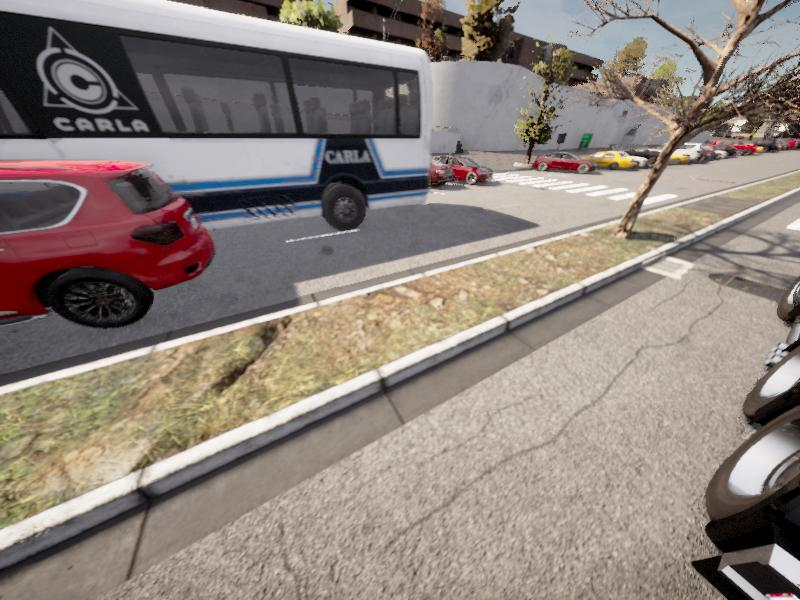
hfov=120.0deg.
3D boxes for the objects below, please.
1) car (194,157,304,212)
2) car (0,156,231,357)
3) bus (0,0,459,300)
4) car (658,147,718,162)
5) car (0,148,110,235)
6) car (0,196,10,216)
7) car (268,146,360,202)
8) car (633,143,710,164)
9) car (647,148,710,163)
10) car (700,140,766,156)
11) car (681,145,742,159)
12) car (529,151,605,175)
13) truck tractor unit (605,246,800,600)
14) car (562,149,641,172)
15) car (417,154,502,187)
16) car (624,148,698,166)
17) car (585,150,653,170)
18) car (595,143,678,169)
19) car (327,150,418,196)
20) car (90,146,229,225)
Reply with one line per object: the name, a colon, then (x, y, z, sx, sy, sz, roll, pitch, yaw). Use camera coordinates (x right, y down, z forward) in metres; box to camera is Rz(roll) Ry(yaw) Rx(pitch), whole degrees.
car: (-6.783, -5.331, 10.289, 4.892, 1.521, 2.231, 26, 42, 33)
car: (-5.906, -0.553, 2.972, 5.566, 2.045, 2.150, -17, 38, -24)
bus: (-4.097, -3.906, 5.865, 10.273, 4.253, 3.944, -18, 39, -23)
car: (37.846, -19.324, 30.607, 4.674, 1.452, 2.002, 26, 42, 33)
car: (-11.917, -3.854, 7.722, 4.442, 1.987, 1.878, 26, 42, 33)
car: (-14.645, -3.111, 6.590, 5.566, 2.045, 2.435, 26, 42, 33)
car: (-4.266, -6.377, 11.419, 4.442, 1.987, 1.878, 26, 42, 33)
car: (32.560, -17.883, 28.087, 5.566, 2.045, 2.435, 26, 43, 33)
car: (35.188, -18.494, 29.427, 4.792, 1.488, 2.163, 26, 43, 33)
car: (53.627, -24.689, 37.463, 5.566, 2.045, 2.435, 26, 42, 33)
car: (45.728, -21.914, 34.096, 5.008, 1.535, 2.097, 26, 43, 33)
car: (14.208, -11.837, 19.866, 4.792, 1.488, 2.163, 26, 42, 33)
truck tractor unit: (5.076, -0.335, 0.821, 6.516, 4.208, 3.053, -20, 40, -25)
car: (19.297, -13.578, 22.354, 5.366, 1.575, 1.946, 26, 42, 33)
car: (3.700, -8.562, 15.070, 4.792, 1.488, 2.163, 26, 42, 33)
car: (30.095, -16.763, 26.929, 5.366, 1.575, 1.946, 26, 42, 33)
car: (22.068, -14.304, 23.482, 4.674, 1.452, 2.002, 26, 42, 33)
car: (24.724, -15.358, 24.498, 5.566, 2.045, 2.435, 26, 42, 33)
car: (-1.542, -7.054, 12.587, 4.553, 1.767, 2.185, 26, 42, 33)
car: (-9.372, -4.721, 8.948, 5.566, 2.045, 2.435, 26, 42, 33)
